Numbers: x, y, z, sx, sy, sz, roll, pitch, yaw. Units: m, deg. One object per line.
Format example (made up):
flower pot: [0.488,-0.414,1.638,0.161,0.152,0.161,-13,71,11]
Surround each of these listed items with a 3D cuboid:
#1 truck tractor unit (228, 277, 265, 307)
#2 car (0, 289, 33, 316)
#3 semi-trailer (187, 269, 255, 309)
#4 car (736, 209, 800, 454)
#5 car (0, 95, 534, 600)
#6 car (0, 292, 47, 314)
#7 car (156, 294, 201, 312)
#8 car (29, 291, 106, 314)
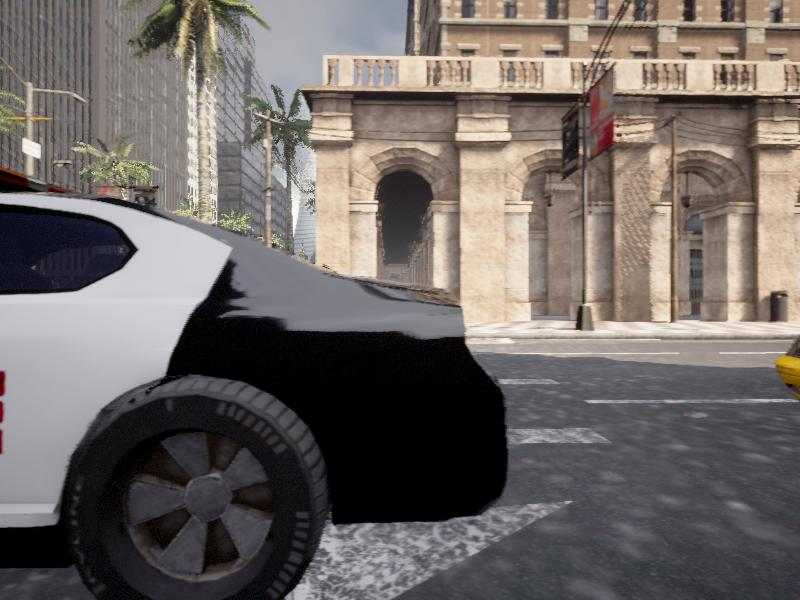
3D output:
truck tractor unit: [-22.601,-1.109,59.400,3.053,4.208,6.516,0,0,-1]
car: [-25.617,0.165,24.380,2.242,1.667,4.611,0,0,-1]
semi-trailer: [-22.433,-1.213,51.487,2.717,4.402,14.254,0,0,-1]
car: [5.258,0.200,2.192,5.366,1.575,1.801,0,0,-1]
car: [-2.137,0.226,2.075,4.974,1.542,2.038,0,0,-1]
car: [-29.180,0.236,29.425,2.038,1.542,4.974,0,0,-1]
car: [-18.723,0.235,33.944,1.845,1.501,3.633,0,0,-1]
car: [-25.701,0.187,31.214,2.033,1.649,4.856,0,0,-1]
